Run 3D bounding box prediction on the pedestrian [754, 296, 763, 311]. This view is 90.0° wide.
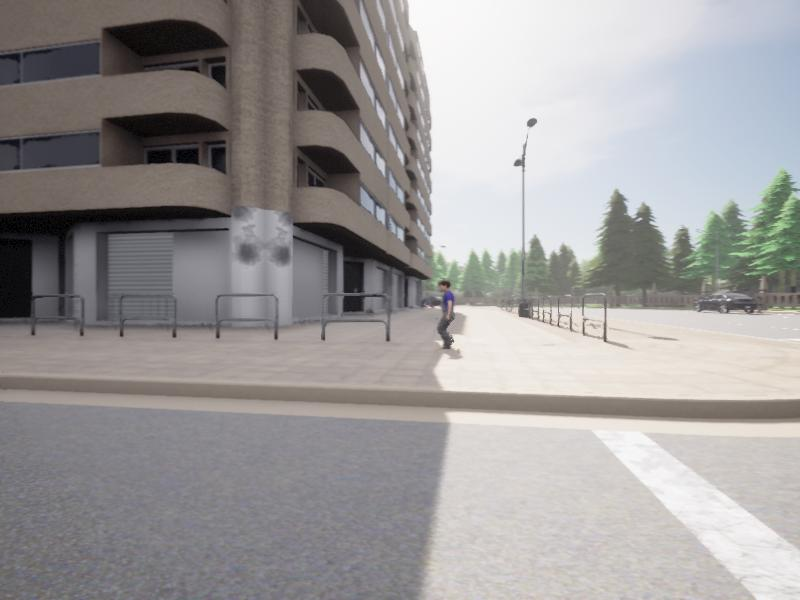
[{"bbox_3d":[28.413,0.276,31.724,0.500,1.100,0.500,0,0,41],"label":"pedestrian"}]

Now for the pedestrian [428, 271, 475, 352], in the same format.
[{"bbox_3d":[0.904,0.187,6.895,0.751,1.300,0.751,0,0,10],"label":"pedestrian"}]

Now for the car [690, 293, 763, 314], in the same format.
[{"bbox_3d":[24.460,0.254,30.284,1.837,1.490,4.892,0,0,5],"label":"car"}]

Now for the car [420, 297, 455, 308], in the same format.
[{"bbox_3d":[5.238,0.324,56.922,1.837,1.490,4.892,1,0,-45],"label":"car"}]
